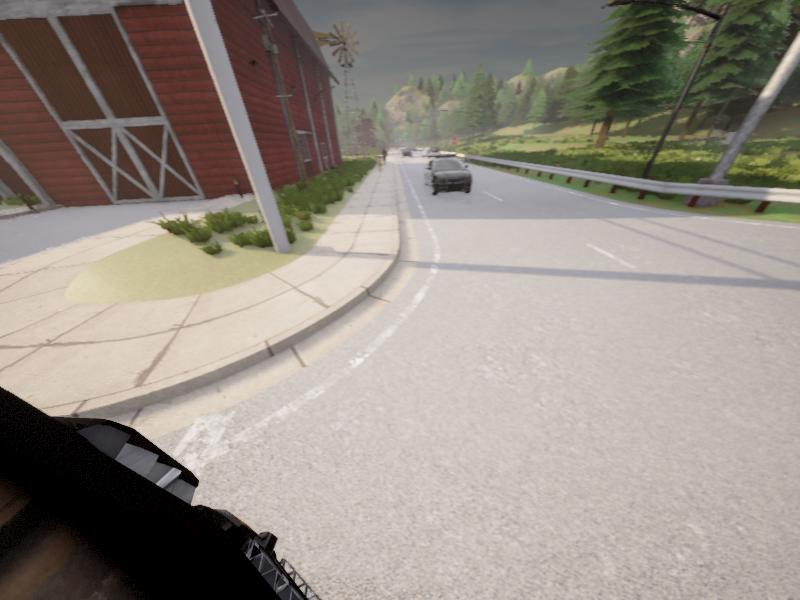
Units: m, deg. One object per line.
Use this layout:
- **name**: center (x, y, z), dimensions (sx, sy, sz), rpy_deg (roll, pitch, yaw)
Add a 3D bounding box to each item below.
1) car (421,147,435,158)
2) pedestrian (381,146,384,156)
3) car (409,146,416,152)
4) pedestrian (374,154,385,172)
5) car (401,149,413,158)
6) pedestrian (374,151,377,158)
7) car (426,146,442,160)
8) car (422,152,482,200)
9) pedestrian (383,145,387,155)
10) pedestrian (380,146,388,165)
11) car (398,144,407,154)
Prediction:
- **car**: center (4.890, -26.146, 40.919), dimensions (1.812, 1.442, 4.674), rpy_deg (-3, 34, 0)
- **pedestrian**: center (-4.069, -34.602, 53.750), dimensions (0.751, 1.860, 0.751), rpy_deg (-4, 34, -1)
- **car**: center (3.802, -46.545, 71.240), dimensions (1.994, 1.385, 4.181), rpy_deg (-3, 34, 0)
- **pedestrian**: center (-1.889, -12.663, 21.335), dimensions (0.751, 1.300, 0.751), rpy_deg (0, 34, 4)
- **car**: center (1.293, -27.862, 43.886), dimensions (1.895, 1.301, 4.718), rpy_deg (-3, 34, 0)
- **pedestrian**: center (-4.825, -28.860, 45.722), dimensions (0.500, 1.100, 0.500), rpy_deg (-11, 35, -11)
- **car**: center (5.089, -22.463, 35.308), dimensions (1.851, 1.617, 3.988), rpy_deg (-3, 34, 0)
- **car**: center (2.416, -6.798, 12.316), dimensions (1.930, 1.638, 5.238), rpy_deg (-3, 34, 0)
- **pedestrian**: center (-3.536, -36.464, 56.188), dimensions (0.751, 1.860, 0.751), rpy_deg (0, 34, 4)
- **pedestrian**: center (-1.902, -17.058, 27.339), dimensions (0.751, 1.860, 0.751), rpy_deg (-3, 34, 1)
- **car**: center (0.618, -40.520, 62.006), dimensions (2.150, 2.045, 5.566), rpy_deg (-3, 34, 0)
